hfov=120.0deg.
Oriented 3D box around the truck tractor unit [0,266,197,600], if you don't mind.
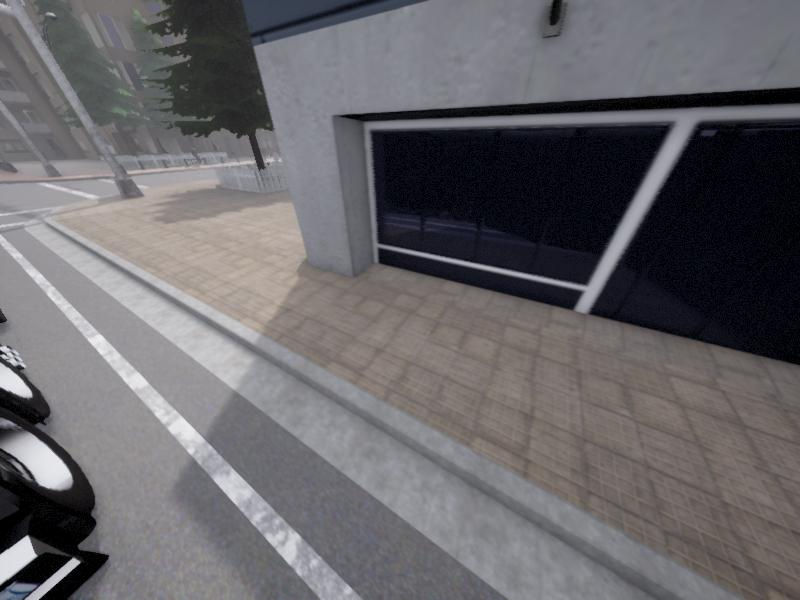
[{"bbox_3d":[-5.114,-0.297,0.775,6.516,4.208,3.053,18,39,24],"label":"truck tractor unit"}]
